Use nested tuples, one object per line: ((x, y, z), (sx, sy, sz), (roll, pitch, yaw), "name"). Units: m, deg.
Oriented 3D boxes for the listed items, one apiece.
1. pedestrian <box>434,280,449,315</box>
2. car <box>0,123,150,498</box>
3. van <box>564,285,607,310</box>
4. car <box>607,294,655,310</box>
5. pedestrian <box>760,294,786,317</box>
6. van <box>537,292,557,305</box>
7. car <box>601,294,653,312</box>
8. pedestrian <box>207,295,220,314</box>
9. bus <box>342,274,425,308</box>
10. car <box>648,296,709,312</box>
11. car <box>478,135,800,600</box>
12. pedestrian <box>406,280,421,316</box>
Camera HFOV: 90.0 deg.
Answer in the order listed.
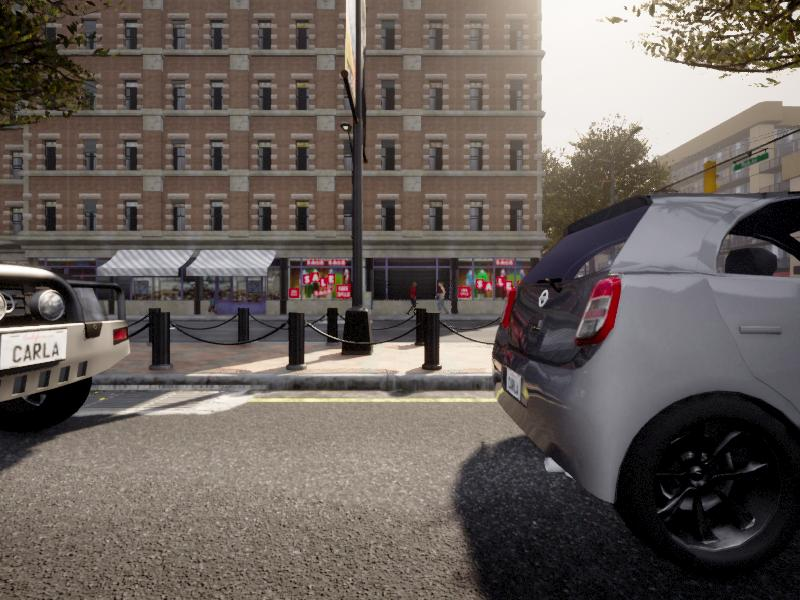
((2.250, -0.115, 21.664), (0.751, 1.860, 0.751), (0, 0, 4), "pedestrian")
((-4.281, 0.053, 2.201), (4.605, 1.855, 1.932), (0, 0, 0), "car")
((20.136, -0.280, 43.771), (1.988, 2.561, 5.915), (0, 0, 0), "van")
((23.652, 0.198, 41.198), (1.801, 1.575, 5.366), (0, 0, 0), "car")
((20.988, 0.314, 22.534), (0.751, 1.300, 0.751), (0, 0, 5), "pedestrian")
((30.422, -0.286, 83.072), (1.988, 2.561, 5.915), (0, 0, 0), "van")
((20.184, 0.242, 35.853), (1.837, 1.490, 4.892), (0, 0, 0), "car")
((-10.727, 0.267, 22.986), (0.500, 1.100, 0.500), (0, 0, -3), "pedestrian")
((-2.059, -1.133, 51.914), (10.273, 4.253, 3.944), (0, 0, 0), "bus")
((23.693, 0.341, 34.300), (1.895, 1.301, 4.718), (0, 0, 0), "car")
((2.425, 0.226, 2.192), (3.633, 1.501, 1.845), (0, 0, 0), "car")
((0.712, -0.115, 21.077), (0.751, 1.860, 0.751), (0, 0, 5), "pedestrian")
